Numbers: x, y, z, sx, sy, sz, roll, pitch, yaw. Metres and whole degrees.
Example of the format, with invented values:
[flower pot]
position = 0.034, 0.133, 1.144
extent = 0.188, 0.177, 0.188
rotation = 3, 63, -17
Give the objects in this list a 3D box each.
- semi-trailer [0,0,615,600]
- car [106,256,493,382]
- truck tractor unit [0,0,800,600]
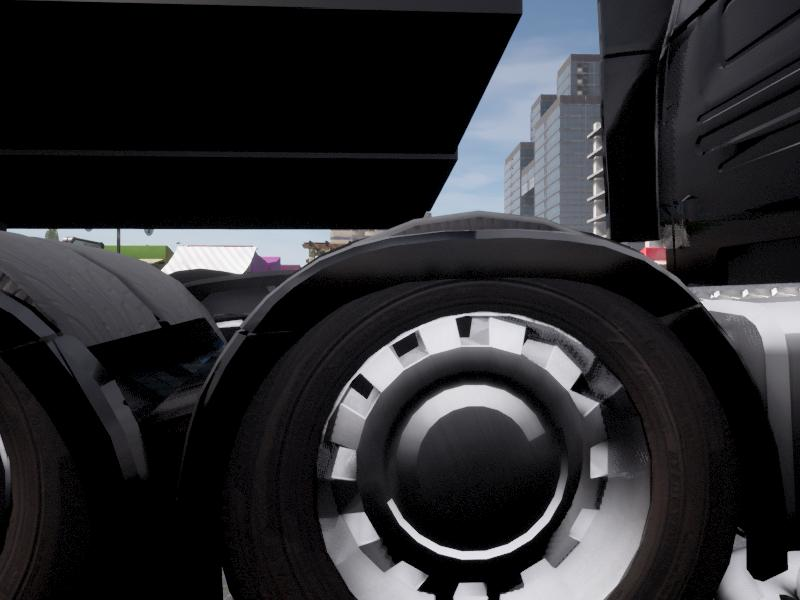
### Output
[semi-trailer]
position = -6.799, -1.218, 1.762
extent = 14.254, 4.402, 2.717
rotation = 0, 0, -2
[car]
position = -1.294, 0.223, 6.251
extent = 5.008, 1.535, 1.882
rotation = 0, 0, -10
[truck tractor unit]
position = 1.105, -1.116, 2.103
extent = 6.516, 4.208, 3.053
rotation = 0, 0, -3
